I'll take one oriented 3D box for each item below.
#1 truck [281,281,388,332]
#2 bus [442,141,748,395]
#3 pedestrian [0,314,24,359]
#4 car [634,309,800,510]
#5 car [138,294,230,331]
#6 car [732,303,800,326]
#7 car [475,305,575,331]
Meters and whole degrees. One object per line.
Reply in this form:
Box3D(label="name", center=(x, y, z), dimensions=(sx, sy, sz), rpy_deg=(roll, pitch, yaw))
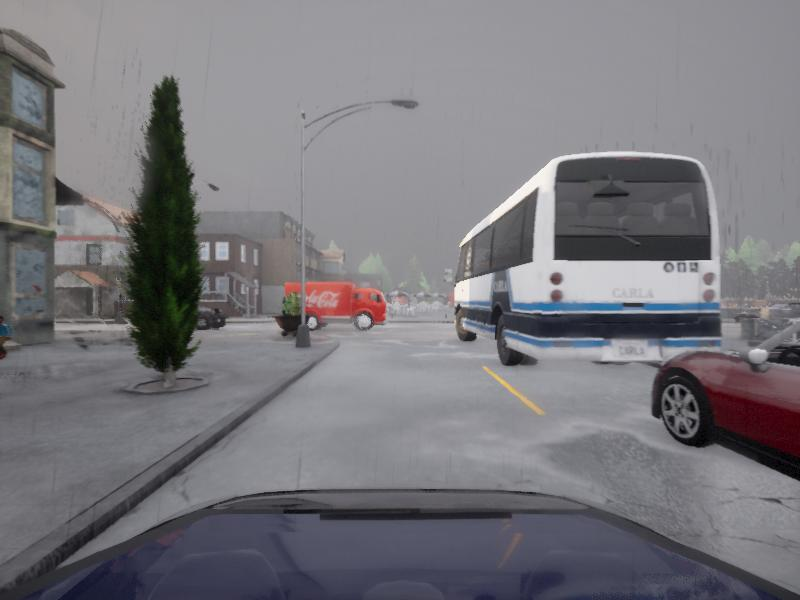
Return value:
Box3D(label="truck", center=(-3.292, 0.337, 21.249), dimensions=(5.204, 2.467, 2.627), rpy_deg=(1, 0, 0))
Box3D(label="bus", center=(3.819, -0.538, 11.866), dimensions=(3.944, 4.253, 10.273), rpy_deg=(0, 0, -1))
Box3D(label="pedestrian", center=(-10.164, 0.924, 10.294), dimensions=(0.500, 1.100, 0.500), rpy_deg=(0, 0, -6))
Box3D(label="car", center=(4.007, 0.852, 3.248), dimensions=(1.970, 1.475, 3.806), rpy_deg=(0, 0, 0))
Box3D(label="car", center=(-11.359, 0.640, 21.237), dimensions=(3.866, 1.878, 1.905), rpy_deg=(0, 0, 0))
Box3D(label="car", center=(24.476, 0.887, 25.238), dimensions=(5.357, 1.411, 2.033), rpy_deg=(0, 0, 0))
Box3D(label="car", center=(6.533, 0.937, 21.248), dimensions=(4.718, 1.301, 1.895), rpy_deg=(0, 0, 0))
